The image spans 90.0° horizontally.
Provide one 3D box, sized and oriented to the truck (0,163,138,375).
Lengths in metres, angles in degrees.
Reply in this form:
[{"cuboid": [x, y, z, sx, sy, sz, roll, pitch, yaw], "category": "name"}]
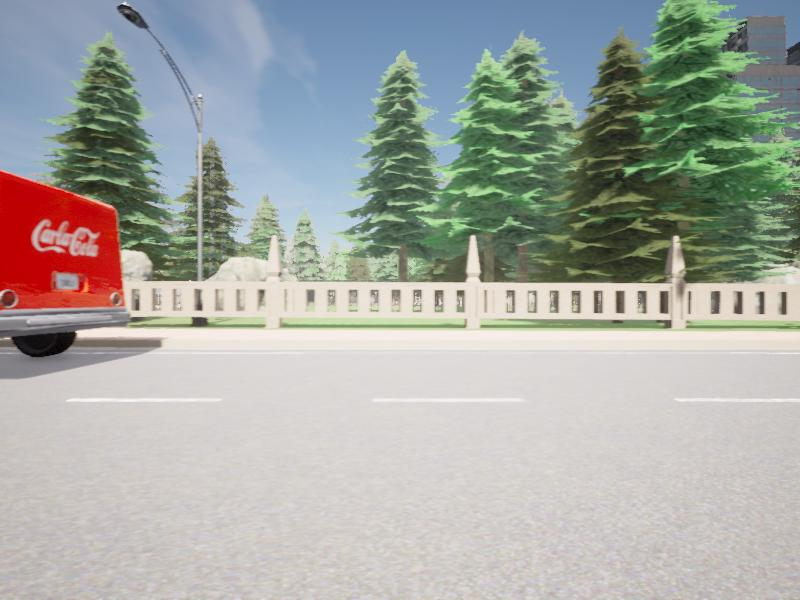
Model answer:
[{"cuboid": [-7.246, -0.274, 5.704, 5.204, 2.467, 2.627, -2, 0, 0], "category": "truck"}]
